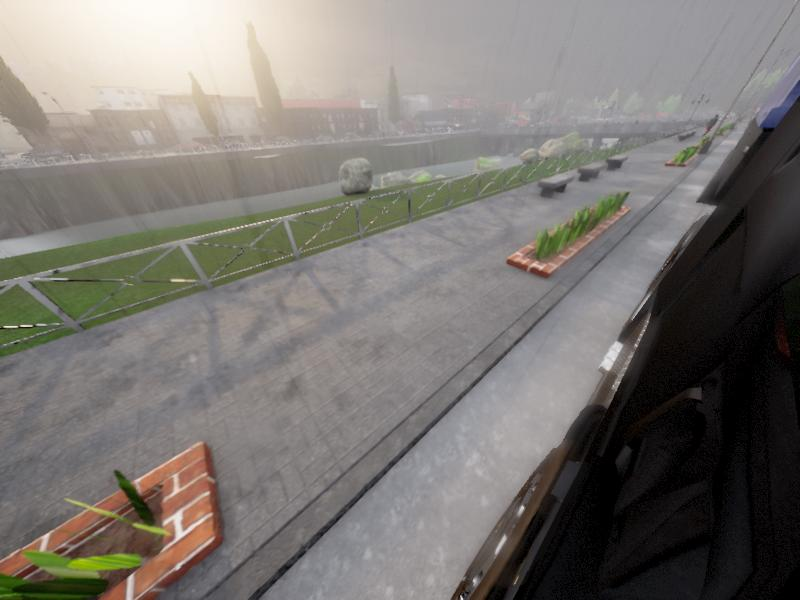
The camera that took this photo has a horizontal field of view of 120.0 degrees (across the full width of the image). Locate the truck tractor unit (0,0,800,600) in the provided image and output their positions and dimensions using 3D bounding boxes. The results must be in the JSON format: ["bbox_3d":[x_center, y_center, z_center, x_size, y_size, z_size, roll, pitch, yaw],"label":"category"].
[{"bbox_3d":[2.645,-0.295,0.351,6.516,4.208,3.053,-28,44,-30],"label":"truck tractor unit"}]

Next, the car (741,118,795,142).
[{"bbox_3d":[31.301,-14.542,19.736,4.193,1.474,1.816,-28,44,-30],"label":"car"}]

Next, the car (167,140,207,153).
[{"bbox_3d":[-39.139,-28.320,42.552,5.027,1.651,2.152,-28,44,-30],"label":"car"}]

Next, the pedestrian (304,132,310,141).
[{"bbox_3d":[-23.828,-41.737,58.979,0.751,1.860,0.751,-21,41,-23],"label":"pedestrian"}]

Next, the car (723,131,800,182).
[{"bbox_3d":[15.665,-6.103,9.627,4.181,1.385,1.994,-28,44,-30],"label":"car"}]

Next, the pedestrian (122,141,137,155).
[{"bbox_3d":[-47.076,-26.447,40.165,0.751,1.860,0.751,-21,41,-22],"label":"pedestrian"}]

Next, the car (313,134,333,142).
[{"bbox_3d":[-18.583,-39.294,55.937,3.806,1.475,1.970,-28,44,-30],"label":"car"}]

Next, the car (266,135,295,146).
[{"bbox_3d":[-26.269,-35.239,50.905,5.238,1.638,1.930,-28,44,-30],"label":"car"}]

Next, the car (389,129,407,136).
[{"bbox_3d":[-0.534,-49.036,67.627,4.974,1.542,2.038,-28,44,-30],"label":"car"}]

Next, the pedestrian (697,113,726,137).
[{"bbox_3d":[30.690,-17.204,22.783,0.751,1.860,0.751,-20,40,-22],"label":"pedestrian"}]

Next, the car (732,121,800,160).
[{"bbox_3d":[21.376,-9.238,13.282,4.514,1.525,2.007,-28,44,-30],"label":"car"}]

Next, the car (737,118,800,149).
[{"bbox_3d":[26.516,-11.996,16.616,4.514,1.525,2.007,-28,44,-30],"label":"car"}]

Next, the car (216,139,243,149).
[{"bbox_3d":[-33.935,-31.055,45.973,3.806,1.475,1.970,-28,44,-30],"label":"car"}]

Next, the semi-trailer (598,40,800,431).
[{"bbox_3d":[8.693,-3.618,4.220,14.254,4.402,2.717,-28,44,-30],"label":"semi-trailer"}]

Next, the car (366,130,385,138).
[{"bbox_3d":[-6.630,-45.785,63.653,4.856,1.649,2.033,-28,44,-30],"label":"car"}]

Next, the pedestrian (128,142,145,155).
[{"bbox_3d":[-44.754,-25.739,39.245,0.751,1.860,0.751,5,38,10],"label":"pedestrian"}]

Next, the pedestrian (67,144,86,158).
[{"bbox_3d":[-53.271,-24.543,38.037,0.751,1.860,0.751,-15,39,-16],"label":"pedestrian"}]

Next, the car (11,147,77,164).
[{"bbox_3d":[-52.206,-21.308,34.071,4.856,1.649,2.033,-28,44,-30],"label":"car"}]

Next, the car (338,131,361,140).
[{"bbox_3d":[-13.010,-42.357,59.511,5.238,1.638,1.930,-28,44,-30],"label":"car"}]

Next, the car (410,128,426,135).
[{"bbox_3d":[5.666,-52.342,71.668,5.008,1.535,1.882,-28,44,-30],"label":"car"}]
